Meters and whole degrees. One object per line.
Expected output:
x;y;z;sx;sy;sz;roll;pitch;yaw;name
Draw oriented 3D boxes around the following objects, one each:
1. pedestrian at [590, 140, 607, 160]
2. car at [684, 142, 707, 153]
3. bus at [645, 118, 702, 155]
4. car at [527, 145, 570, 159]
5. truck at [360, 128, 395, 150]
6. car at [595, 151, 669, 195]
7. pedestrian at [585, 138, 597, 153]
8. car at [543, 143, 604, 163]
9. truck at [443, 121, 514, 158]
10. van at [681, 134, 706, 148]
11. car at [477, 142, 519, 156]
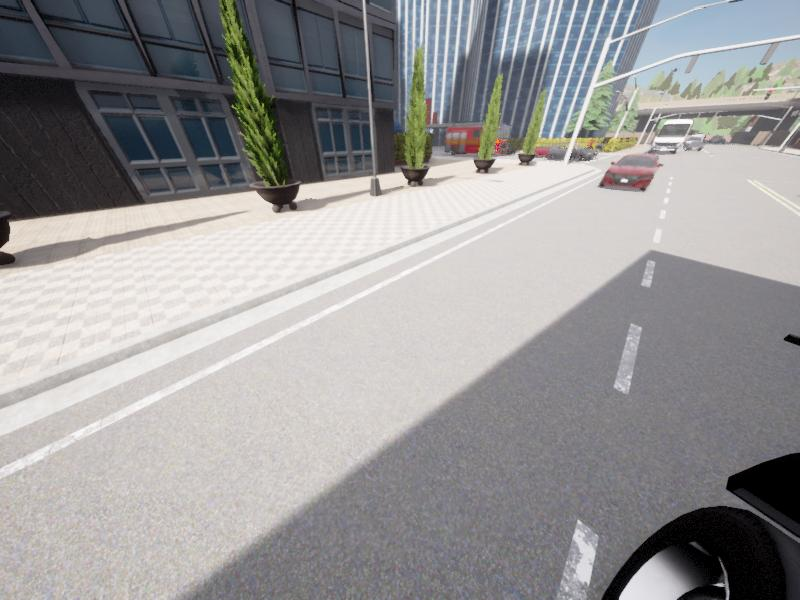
22.413;-16.910;26.105;0.751;1.860;0.751;27;44;33;pedestrian
50.183;-26.042;39.275;1.812;1.442;4.674;30;45;35;car
43.225;-25.899;36.684;3.944;4.253;10.273;30;45;35;bus
19.216;-19.357;30.069;4.181;1.385;1.994;28;44;34;car
-5.269;-36.849;52.940;8.468;3.827;2.891;29;45;35;truck
12.412;-6.889;12.272;1.882;1.535;5.008;30;45;35;car
29.497;-23.863;35.659;0.751;1.860;0.751;-29;44;-34;pedestrian
18.985;-16.345;25.535;2.242;1.667;4.611;-26;42;-31;car
10.575;-22.303;32.178;8.468;3.827;2.891;29;45;35;truck
66.961;-36.214;52.635;5.915;2.561;1.988;-24;41;-29;van
14.244;-22.178;33.872;5.238;1.638;1.930;29;45;35;car
